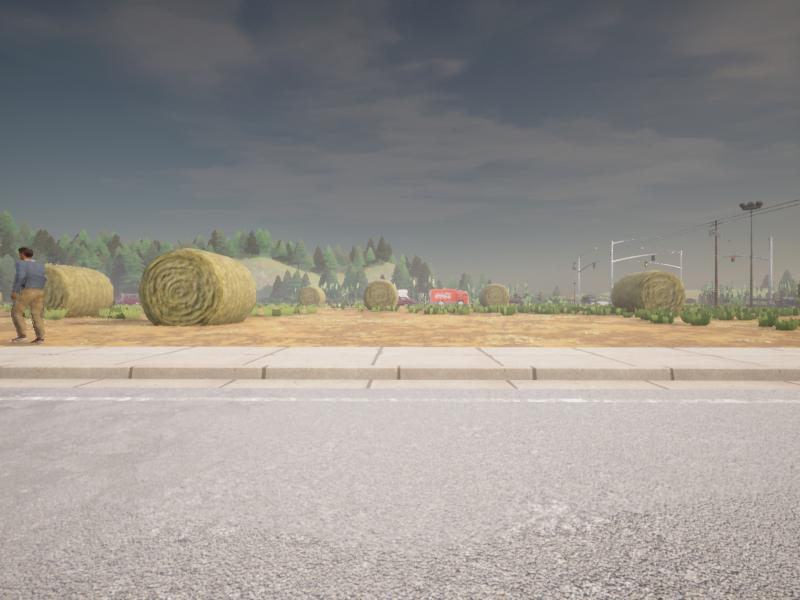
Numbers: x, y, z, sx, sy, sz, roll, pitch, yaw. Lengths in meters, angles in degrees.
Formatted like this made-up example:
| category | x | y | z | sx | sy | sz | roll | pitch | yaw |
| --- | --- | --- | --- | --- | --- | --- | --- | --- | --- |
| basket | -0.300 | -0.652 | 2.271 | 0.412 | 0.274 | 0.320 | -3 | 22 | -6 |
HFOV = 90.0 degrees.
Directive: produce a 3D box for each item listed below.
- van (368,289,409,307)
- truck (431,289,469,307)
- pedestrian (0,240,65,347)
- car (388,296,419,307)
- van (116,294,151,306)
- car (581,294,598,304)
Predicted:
| category | x | y | z | sx | sy | sz | roll | pitch | yaw |
| --- | --- | --- | --- | --- | --- | --- | --- | --- | --- |
| van | -1.717 | -0.286 | 59.925 | 5.915 | 2.561 | 1.988 | 0 | 0 | 5 |
| truck | 6.916 | -0.254 | 55.710 | 5.204 | 2.467 | 2.627 | 0 | 0 | 5 |
| pedestrian | -6.906 | -0.115 | 7.417 | 0.751 | 1.860 | 0.751 | 0 | 0 | 8 |
| car | 0.491 | 0.246 | 56.231 | 4.193 | 1.474 | 1.816 | 0 | 0 | 5 |
| van | -42.095 | -0.010 | 63.189 | 4.442 | 1.987 | 1.775 | 0 | 0 | 5 |
| car | 34.275 | -0.185 | 72.432 | 1.789 | 1.549 | 3.705 | 0 | 3 | 7 |
